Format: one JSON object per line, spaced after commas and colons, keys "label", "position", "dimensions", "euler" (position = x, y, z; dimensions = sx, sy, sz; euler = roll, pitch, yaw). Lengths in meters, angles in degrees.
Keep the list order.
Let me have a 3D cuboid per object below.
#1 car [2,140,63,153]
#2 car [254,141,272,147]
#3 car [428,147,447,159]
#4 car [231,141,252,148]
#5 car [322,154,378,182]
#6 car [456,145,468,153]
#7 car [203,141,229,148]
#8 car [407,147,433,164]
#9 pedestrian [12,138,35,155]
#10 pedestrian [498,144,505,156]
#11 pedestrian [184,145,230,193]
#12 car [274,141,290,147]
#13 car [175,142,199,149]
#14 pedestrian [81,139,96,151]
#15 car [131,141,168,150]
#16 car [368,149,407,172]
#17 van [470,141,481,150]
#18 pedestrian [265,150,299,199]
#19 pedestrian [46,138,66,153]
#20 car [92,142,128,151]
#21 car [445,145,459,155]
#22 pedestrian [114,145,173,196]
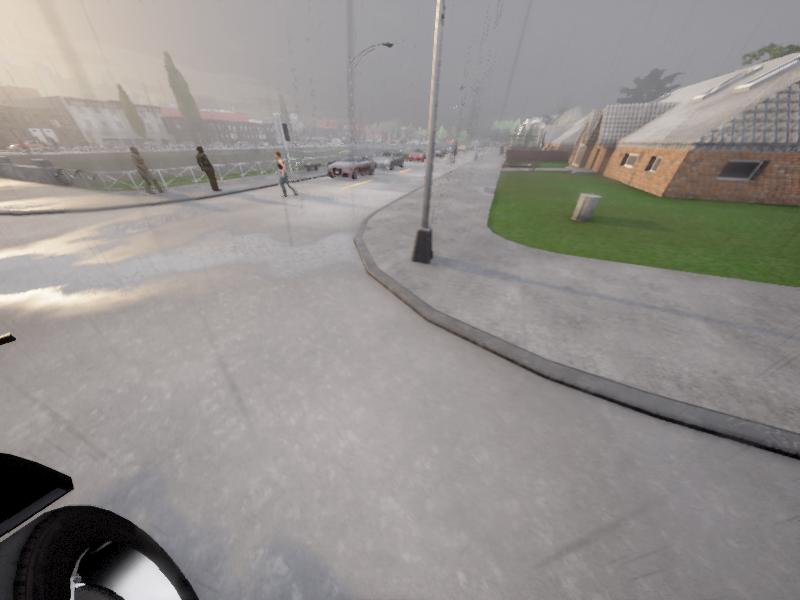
{"label": "car", "position": [-62.841, -26.366, 39.641], "dimensions": [2.152, 1.651, 5.027], "euler": [13, 37, 17]}
{"label": "car", "position": [-45.284, -51.648, 76.536], "dimensions": [2.038, 1.542, 4.974], "euler": [13, 37, 17]}
{"label": "car", "position": [5.980, -23.274, 36.482], "dimensions": [1.816, 1.474, 4.193], "euler": [13, 37, 17]}
{"label": "car", "position": [-48.195, -47.476, 70.403], "dimensions": [2.033, 1.649, 4.856], "euler": [13, 37, 17]}
{"label": "car", "position": [-3.427, -9.695, 16.774], "dimensions": [1.994, 1.385, 4.181], "euler": [13, 36, 17]}
{"label": "car", "position": [14.777, -35.960, 54.925], "dimensions": [1.882, 1.535, 5.008], "euler": [13, 36, 17]}
{"label": "car", "position": [-51.149, -43.218, 64.199], "dimensions": [1.930, 1.638, 5.238], "euler": [13, 37, 17]}
{"label": "car", "position": [2.607, -18.443, 29.390], "dimensions": [2.007, 1.525, 4.514], "euler": [13, 37, 17]}
{"label": "pedestrian", "position": [-52.606, -21.465, 32.299], "dimensions": [0.751, 1.860, 0.751], "euler": [13, 37, 17]}
{"label": "pedestrian", "position": [18.293, -27.077, 41.629], "dimensions": [0.751, 1.860, 0.751], "euler": [11, 36, 14]}
{"label": "pedestrian", "position": [-8.972, -6.134, 10.839], "dimensions": [0.751, 1.860, 0.751], "euler": [11, 36, 14]}
{"label": "car", "position": [-42.321, -55.893, 82.775], "dimensions": [1.882, 1.535, 5.008], "euler": [13, 37, 17]}
{"label": "car", "position": [-53.891, -39.191, 58.494], "dimensions": [1.970, 1.475, 3.806], "euler": [13, 37, 17]}
{"label": "pedestrian", "position": [-58.846, -29.261, 43.644], "dimensions": [0.751, 1.860, 0.751], "euler": [6, 35, 7]}
{"label": "car", "position": [-56.734, -35.173, 52.467], "dimensions": [1.930, 1.638, 5.238], "euler": [13, 37, 17]}
{"label": "car", "position": [-1.023, -13.221, 21.774], "dimensions": [2.007, 1.525, 4.514], "euler": [13, 37, 17]}
{"label": "van", "position": [24.946, -50.961, 76.006], "dimensions": [2.351, 2.431, 6.366], "euler": [13, 37, 17]}
{"label": "pedestrian", "position": [-5.190, -5.575, 10.309], "dimensions": [0.751, 1.860, 0.751], "euler": [-4, 35, -6]}
{"label": "pedestrian", "position": [-53.761, -24.134, 36.133], "dimensions": [0.751, 1.860, 0.751], "euler": [10, 36, 14]}
{"label": "car", "position": [-59.235, -31.502, 47.259], "dimensions": [1.970, 1.475, 3.806], "euler": [13, 37, 17]}
{"label": "car", "position": [10.375, -29.626, 45.695], "dimensions": [1.845, 1.501, 3.633], "euler": [13, 37, 17]}
{"label": "pedestrian", "position": [-11.068, -5.605, 10.053], "dimensions": [0.751, 1.860, 0.751], "euler": [-4, 35, -7]}
